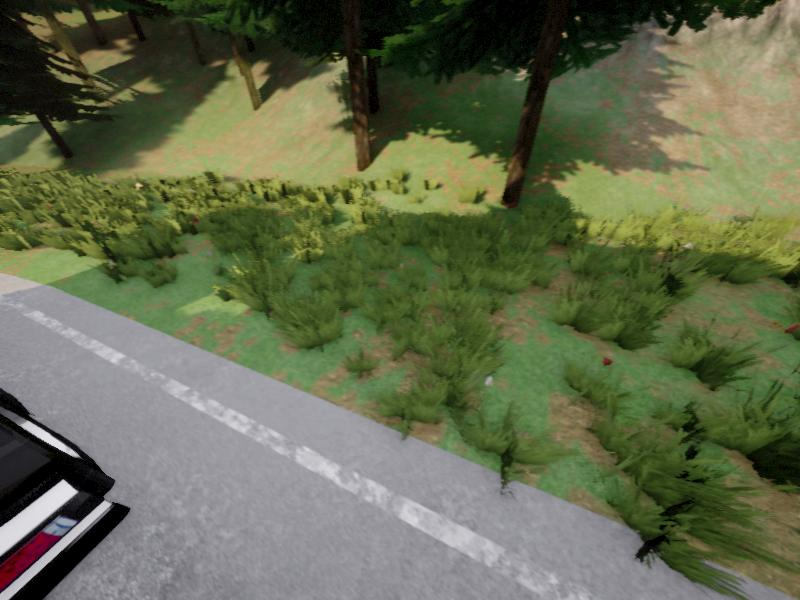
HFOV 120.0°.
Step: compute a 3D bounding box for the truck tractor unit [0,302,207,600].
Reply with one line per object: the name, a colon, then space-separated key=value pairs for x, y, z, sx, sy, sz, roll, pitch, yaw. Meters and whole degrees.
truck tractor unit: x=-5.242 y=-0.142 z=0.567 sx=6.516 sy=4.208 sz=3.053 roll=13 pitch=38 yaw=18
